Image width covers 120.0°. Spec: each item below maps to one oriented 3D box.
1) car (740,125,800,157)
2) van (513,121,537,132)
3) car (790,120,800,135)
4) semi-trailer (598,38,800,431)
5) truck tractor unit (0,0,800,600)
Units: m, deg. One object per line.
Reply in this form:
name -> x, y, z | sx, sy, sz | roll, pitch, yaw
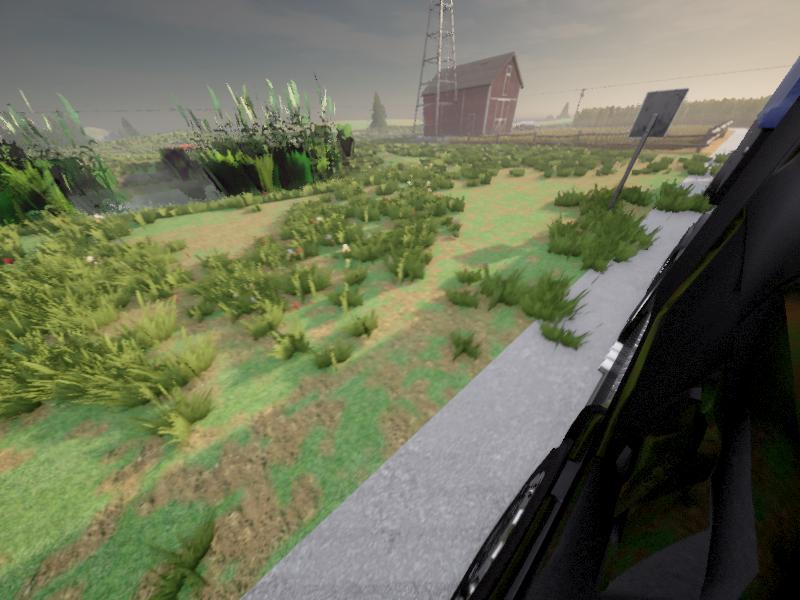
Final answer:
car -> 23.076, -9.885, 14.277 | 4.718, 1.301, 1.895 | -29, 44, -31
van -> 31.098, -43.266, 57.666 | 2.069, 2.038, 4.480 | -28, 44, -29
car -> 42.611, -17.999, 23.531 | 4.611, 1.667, 2.242 | -28, 44, -30
semi-trailer -> 8.709, -3.600, 4.213 | 14.254, 4.402, 2.717 | -28, 44, -30
truck tractor unit -> 2.645, -0.295, 0.351 | 6.516, 4.208, 3.053 | -28, 44, -30
